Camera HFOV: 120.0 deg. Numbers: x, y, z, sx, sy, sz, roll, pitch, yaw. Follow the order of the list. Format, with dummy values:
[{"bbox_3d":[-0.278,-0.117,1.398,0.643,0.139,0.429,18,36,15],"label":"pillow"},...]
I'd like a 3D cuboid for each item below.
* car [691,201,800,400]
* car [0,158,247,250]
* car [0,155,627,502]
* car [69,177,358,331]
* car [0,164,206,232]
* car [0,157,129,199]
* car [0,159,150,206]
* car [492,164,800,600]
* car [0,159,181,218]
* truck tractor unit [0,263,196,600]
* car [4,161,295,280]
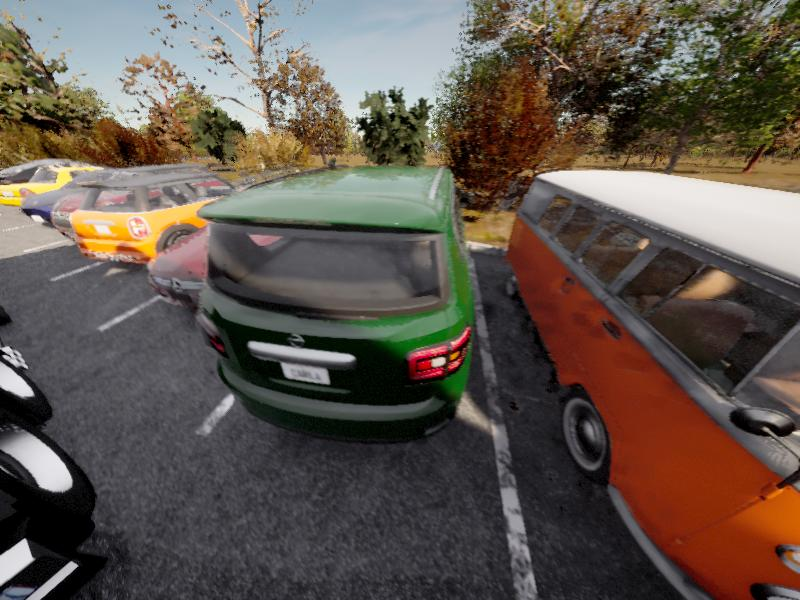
[{"bbox_3d":[5.027,0.812,1.063,1.878,1.987,4.442,6,34,8],"label":"car"},{"bbox_3d":[-7.828,-3.373,7.408,2.185,1.767,4.553,6,35,8],"label":"car"},{"bbox_3d":[-0.107,-0.963,3.634,2.435,2.045,5.566,5,34,8],"label":"car"},{"bbox_3d":[-2.682,-1.544,5.008,2.002,1.452,4.674,6,35,8],"label":"car"},{"bbox_3d":[-10.770,-4.168,8.855,2.163,1.488,4.792,6,35,8],"label":"car"},{"bbox_3d":[-19.572,-7.080,13.094,2.231,1.521,4.892,6,35,8],"label":"car"},{"bbox_3d":[-16.642,-6.117,11.676,2.231,1.521,4.892,6,34,8],"label":"car"},{"bbox_3d":[2.449,-0.024,2.295,1.878,1.987,4.442,6,35,8],"label":"car"},{"bbox_3d":[-13.677,-5.269,10.421,1.946,1.575,5.366,6,34,9],"label":"car"},{"bbox_3d":[-5.112,-0.296,0.792,6.516,4.208,3.053,18,39,24],"label":"truck tractor unit"},{"bbox_3d":[-5.271,-2.501,6.123,2.185,1.767,4.553,6,35,8],"label":"car"}]
